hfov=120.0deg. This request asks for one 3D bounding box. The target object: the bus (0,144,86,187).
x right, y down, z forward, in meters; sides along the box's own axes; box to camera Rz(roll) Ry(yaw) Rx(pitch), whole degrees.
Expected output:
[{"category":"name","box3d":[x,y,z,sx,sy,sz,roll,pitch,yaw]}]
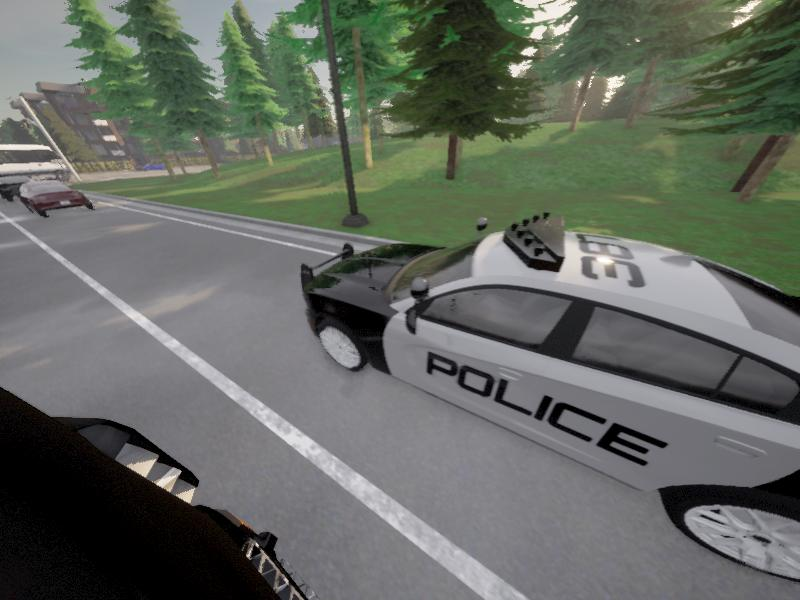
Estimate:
[{"category":"bus","box3d":[-48.837,-16.769,28.784,3.944,4.253,10.273,16,38,26]}]

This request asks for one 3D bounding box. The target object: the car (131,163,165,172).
[{"category":"car","box3d":[-55.400,-29.280,50.901,1.895,1.301,4.718,16,37,25]}]

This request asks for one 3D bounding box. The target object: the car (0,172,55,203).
[{"category":"car","box3d":[-28.424,-8.439,17.172,5.238,1.638,1.930,16,38,26]}]

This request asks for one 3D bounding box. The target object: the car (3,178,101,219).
[{"category":"car","box3d":[-18.165,-5.394,12.056,4.674,1.442,1.812,16,37,26]}]

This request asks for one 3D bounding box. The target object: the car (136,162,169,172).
[{"category":"car","box3d":[-52.545,-28.310,49.079,1.816,1.474,4.193,16,37,25]}]

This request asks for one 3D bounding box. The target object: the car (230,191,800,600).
[{"category":"car","box3d":[1.069,0.067,2.324,5.238,1.638,1.930,16,38,26]}]

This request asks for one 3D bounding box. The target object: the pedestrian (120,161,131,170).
[{"category":"pedestrian","box3d":[-62.206,-30.448,52.295,0.751,1.860,0.751,14,37,24]}]

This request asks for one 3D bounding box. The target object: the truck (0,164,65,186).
[{"category":"truck","box3d":[-51.406,-17.020,31.292,2.390,2.098,6.274,16,38,26]}]
